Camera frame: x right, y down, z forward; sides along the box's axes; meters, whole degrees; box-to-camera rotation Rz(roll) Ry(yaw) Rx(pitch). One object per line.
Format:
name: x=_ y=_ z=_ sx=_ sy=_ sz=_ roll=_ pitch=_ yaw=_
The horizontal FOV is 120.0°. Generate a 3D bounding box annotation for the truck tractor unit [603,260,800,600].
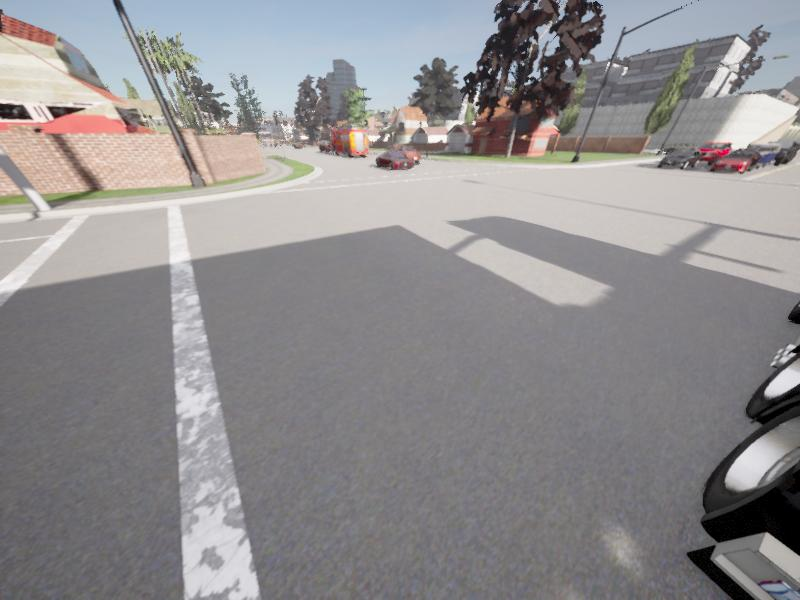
truck tractor unit: x=5.102 y=-0.311 z=0.787 sx=6.516 sy=4.208 sz=3.053 roll=-19 pitch=39 yaw=-24

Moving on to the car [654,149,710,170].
car: x=26.636 y=-13.345 z=21.849 sx=4.892 sy=1.490 sz=1.837 roll=-19 pitch=39 yaw=-24

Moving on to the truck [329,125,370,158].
truck: x=-7.805 y=-24.164 z=35.255 sx=2.891 sy=3.827 sz=8.468 roll=-19 pitch=39 yaw=-25

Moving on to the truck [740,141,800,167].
truck: x=39.887 y=-15.641 z=24.609 sx=6.274 sy=2.098 sz=2.390 roll=-18 pitch=39 yaw=-24

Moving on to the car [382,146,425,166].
car: x=0.256 y=-15.820 z=25.259 sx=2.152 sy=1.651 sz=5.027 roll=-20 pitch=39 yaw=-26

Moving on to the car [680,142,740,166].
car: x=33.253 y=-15.756 z=24.816 sx=5.566 sy=2.045 sz=2.150 roll=-18 pitch=39 yaw=-24

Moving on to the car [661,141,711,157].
car: x=47.613 y=-25.301 z=38.588 sx=1.932 sy=1.855 sz=4.605 roll=-20 pitch=42 yaw=-26

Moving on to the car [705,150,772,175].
car: x=28.205 y=-11.558 z=19.268 sx=4.514 sy=1.525 sz=2.007 roll=-18 pitch=39 yaw=-24

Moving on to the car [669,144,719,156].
car: x=50.712 y=-26.070 z=40.029 sx=2.128 sy=1.511 sz=4.902 roll=-19 pitch=39 yaw=-25

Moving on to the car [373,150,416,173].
car: x=-0.566 y=-12.678 z=21.005 sx=1.994 sy=1.385 sz=4.181 roll=-20 pitch=40 yaw=-26

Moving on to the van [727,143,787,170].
van: x=33.472 y=-13.509 z=21.658 sx=4.442 sy=1.987 sz=1.775 roll=-18 pitch=39 yaw=-24
